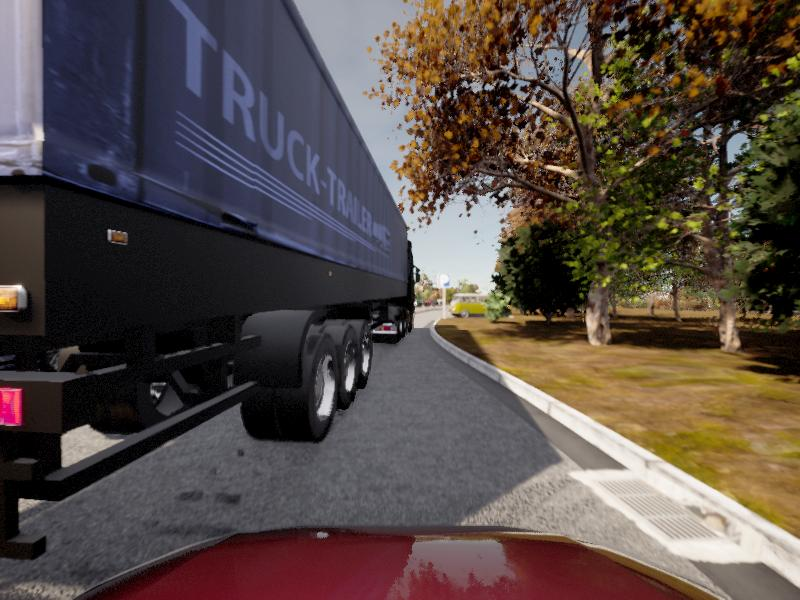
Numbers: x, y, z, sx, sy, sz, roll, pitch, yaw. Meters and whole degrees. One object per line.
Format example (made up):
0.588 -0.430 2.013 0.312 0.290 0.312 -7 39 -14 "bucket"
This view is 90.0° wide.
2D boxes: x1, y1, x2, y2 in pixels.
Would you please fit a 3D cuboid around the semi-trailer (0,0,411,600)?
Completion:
-1.684 -0.708 8.395 2.717 4.402 14.254 1 1 6 "semi-trailer"

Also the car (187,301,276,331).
-8.975 0.803 21.985 2.033 1.411 5.357 0 -1 8 "car"

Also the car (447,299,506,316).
7.466 0.732 39.262 5.366 1.575 1.946 0 0 -10 "car"

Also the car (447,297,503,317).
6.765 0.599 36.303 4.553 1.767 2.185 0 0 -10 "car"

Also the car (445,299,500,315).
7.605 0.740 42.110 5.366 1.575 1.946 0 0 -10 "car"

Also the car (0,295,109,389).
-7.726 0.719 6.513 2.163 1.488 4.792 1 2 6 "car"

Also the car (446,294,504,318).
6.218 0.488 33.360 4.442 1.987 1.878 0 0 -11 "car"

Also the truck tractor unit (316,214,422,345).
-0.865 -0.671 16.292 3.053 4.208 6.516 1 0 6 "truck tractor unit"
